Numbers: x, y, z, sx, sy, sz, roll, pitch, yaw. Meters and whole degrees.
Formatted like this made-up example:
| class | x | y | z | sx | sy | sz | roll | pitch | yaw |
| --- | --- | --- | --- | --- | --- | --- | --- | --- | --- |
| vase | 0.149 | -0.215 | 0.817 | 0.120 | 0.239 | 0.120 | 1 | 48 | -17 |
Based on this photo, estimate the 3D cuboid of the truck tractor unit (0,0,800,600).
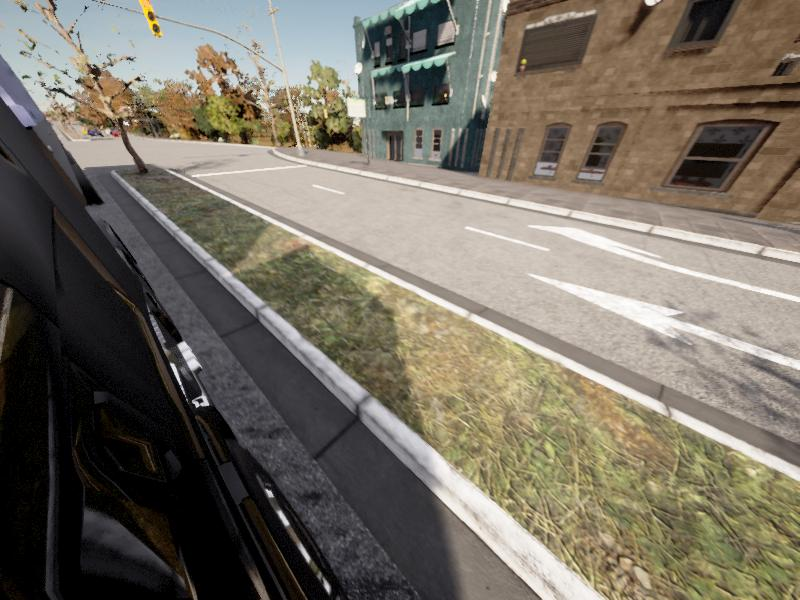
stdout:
| class | x | y | z | sx | sy | sz | roll | pitch | yaw |
| --- | --- | --- | --- | --- | --- | --- | --- | --- | --- |
| truck tractor unit | -2.645 | -0.295 | 0.352 | 6.516 | 4.208 | 3.053 | 28 | 44 | 30 |

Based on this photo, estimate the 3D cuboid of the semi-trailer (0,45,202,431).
| class | x | y | z | sx | sy | sz | roll | pitch | yaw |
| --- | --- | --- | --- | --- | --- | --- | --- | --- | --- |
| semi-trailer | -8.701 | -3.595 | 4.238 | 14.254 | 4.402 | 2.717 | 28 | 44 | 30 |

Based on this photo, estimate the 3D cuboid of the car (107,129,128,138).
| class | x | y | z | sx | sy | sz | roll | pitch | yaw |
| --- | --- | --- | --- | --- | --- | --- | --- | --- | --- |
| car | -57.858 | -34.162 | 47.333 | 4.181 | 1.385 | 1.994 | 27 | 43 | 31 |
